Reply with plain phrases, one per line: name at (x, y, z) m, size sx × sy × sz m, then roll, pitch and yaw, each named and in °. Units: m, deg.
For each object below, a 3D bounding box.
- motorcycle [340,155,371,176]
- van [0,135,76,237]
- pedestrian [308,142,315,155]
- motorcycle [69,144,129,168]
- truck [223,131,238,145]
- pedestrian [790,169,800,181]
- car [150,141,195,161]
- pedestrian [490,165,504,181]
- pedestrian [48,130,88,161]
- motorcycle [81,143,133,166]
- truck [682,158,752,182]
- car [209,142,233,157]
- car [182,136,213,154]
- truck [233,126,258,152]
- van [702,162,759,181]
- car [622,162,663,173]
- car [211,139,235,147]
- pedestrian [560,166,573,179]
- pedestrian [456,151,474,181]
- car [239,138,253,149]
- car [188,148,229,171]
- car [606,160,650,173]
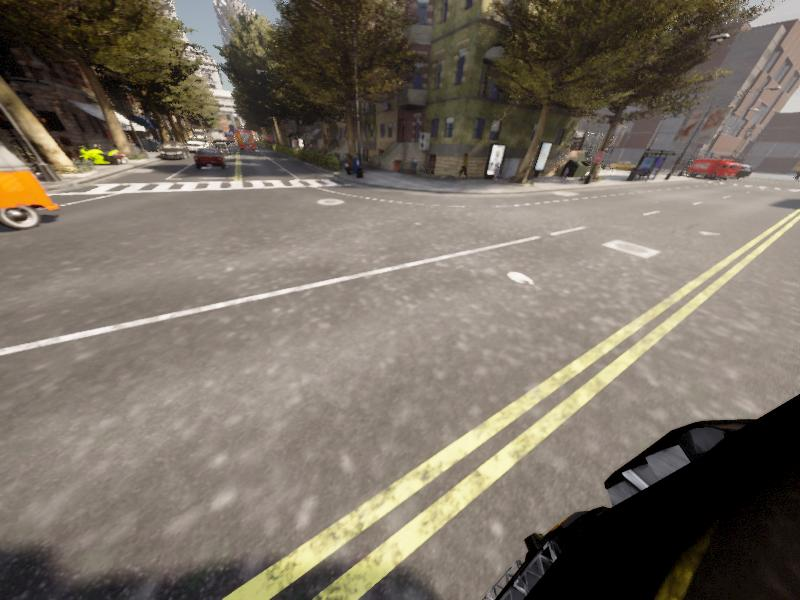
motorcycle at (-3.376, -10.449, 17.908) m, size 0.764 × 1.277 × 2.356 m, roll 11°, pitch 33°, yaw 29°
van at (-10.378, -1.956, 4.270) m, size 1.775 × 1.987 × 4.442 m, roll 7°, pitch 34°, yaw 6°
pedestrian at (-15.637, -26.715, 40.701) m, size 0.751 × 1.860 × 0.751 m, roll -17°, pitch 38°, yaw -27°
motorcycle at (-20.238, -9.726, 15.611) m, size 0.803 × 1.145 × 2.033 m, roll 28°, pitch 40°, yaw 17°
truck at (-60.094, -57.620, 82.088) m, size 2.891 × 3.827 × 8.468 m, roll -16°, pitch 38°, yaw -26°
pedestrian at (64.941, -20.456, 37.476) m, size 0.751 × 1.860 × 0.751 m, roll -13°, pitch 37°, yaw -23°
car at (-23.551, -15.617, 24.176) m, size 2.231 × 1.521 × 4.892 m, roll -16°, pitch 38°, yaw -26°
pedestrian at (7.560, -9.922, 18.032) m, size 0.500 × 1.100 × 0.500 m, roll -20°, pitch 40°, yaw -30°
pedestrian at (-24.609, -11.443, 17.173) m, size 0.751 × 1.860 × 0.751 m, roll -8°, pitch 35°, yaw -16°
motorcycle at (-20.682, -10.309, 16.375) m, size 0.856 × 1.236 × 1.805 m, roll 20°, pitch 37°, yaw 23°
truck at (45.370, -18.853, 33.345) m, size 2.627 × 2.467 × 5.204 m, roll 6°, pitch 34°, yaw 5°
car at (-24.310, -20.566, 31.506) m, size 1.970 × 1.475 × 3.806 m, roll -16°, pitch 38°, yaw -26°
car at (-30.079, -23.205, 34.508) m, size 2.435 × 2.045 × 5.566 m, roll -16°, pitch 38°, yaw -26°
truck at (-31.528, -32.779, 47.113) m, size 2.891 × 3.827 × 8.468 m, roll -16°, pitch 38°, yaw -26°
van at (51.213, -20.042, 35.949) m, size 2.069 × 2.038 × 4.480 m, roll -16°, pitch 40°, yaw -25°
car at (45.880, -25.201, 43.816) m, size 2.128 × 1.511 × 4.902 m, roll -16°, pitch 38°, yaw -25°
car at (-48.270, -42.981, 63.187) m, size 1.837 × 1.490 × 4.892 m, roll 17°, pitch 36°, yaw 20°
pedestrian at (15.856, -12.169, 22.026) m, size 0.500 × 1.100 × 0.500 m, roll -15°, pitch 38°, yaw -24°
pedestrian at (4.827, -9.957, 17.192) m, size 0.751 × 1.860 × 0.751 m, roll -1°, pitch 34°, yaw -5°
car at (-36.261, -36.729, 54.260) m, size 2.150 × 2.045 × 5.566 m, roll -16°, pitch 38°, yaw -26°
car at (-15.434, -11.549, 18.857) m, size 1.895 × 1.301 × 4.718 m, roll -16°, pitch 38°, yaw -26°
car at (42.327, -24.924, 43.016) m, size 1.801 × 1.575 × 5.366 m, roll -16°, pitch 38°, yaw -25°
